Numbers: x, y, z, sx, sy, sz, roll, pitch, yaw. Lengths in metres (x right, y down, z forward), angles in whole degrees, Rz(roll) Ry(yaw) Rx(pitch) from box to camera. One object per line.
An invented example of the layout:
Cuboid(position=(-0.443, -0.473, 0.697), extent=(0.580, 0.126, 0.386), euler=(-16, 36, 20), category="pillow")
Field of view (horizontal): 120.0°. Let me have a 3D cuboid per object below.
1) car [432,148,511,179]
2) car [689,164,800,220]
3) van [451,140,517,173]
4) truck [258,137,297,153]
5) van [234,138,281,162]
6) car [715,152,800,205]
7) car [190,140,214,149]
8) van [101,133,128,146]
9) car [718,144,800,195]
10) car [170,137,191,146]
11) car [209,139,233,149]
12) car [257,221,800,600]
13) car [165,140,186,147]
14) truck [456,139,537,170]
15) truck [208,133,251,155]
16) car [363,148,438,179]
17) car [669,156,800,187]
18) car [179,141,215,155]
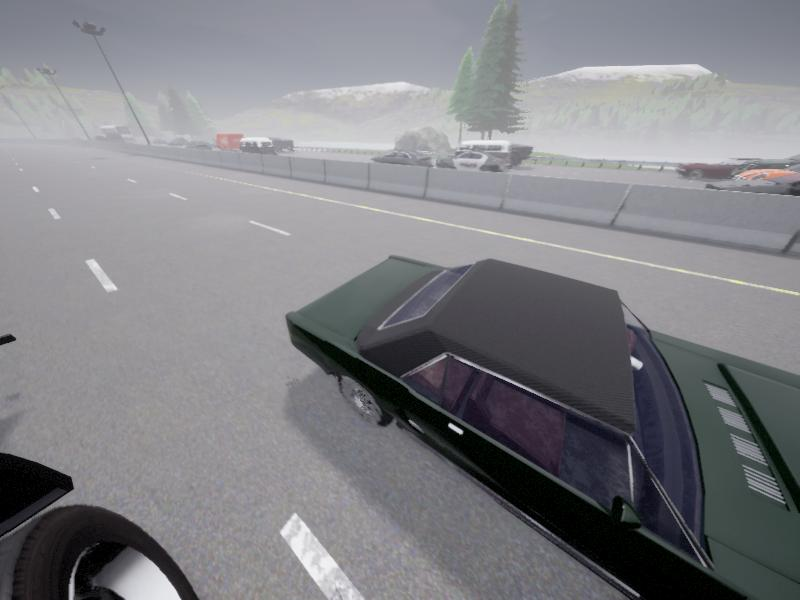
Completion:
Cuboid(position=(5.106, -10.185, 17.050), extent=(4.974, 1.542, 2.038), euler=(22, 41, 28), category="car")
Cuboid(position=(14.721, -3.725, 8.135), extent=(5.357, 1.411, 2.033), euler=(22, 41, 28), category="car")
Cuboid(position=(6.913, -12.122, 19.364), extent=(4.480, 2.038, 2.069), euler=(22, 41, 28), category="van")
Cuboid(position=(-20.343, -25.783, 38.324), extent=(6.274, 2.098, 2.390), euler=(22, 41, 28), category="truck")
Cuboid(position=(-15.519, -16.384, 25.132), extent=(4.480, 2.038, 2.069), euler=(22, 41, 28), category="van")
Cuboid(position=(17.730, -5.121, 9.799), extent=(4.553, 1.767, 2.097), euler=(22, 41, 28), category="car")
Cuboid(position=(-39.171, -30.770, 45.692), extent=(4.193, 1.474, 1.816), euler=(22, 41, 28), category="car")
Cuboid(position=(-66.631, -37.493, 53.932), extent=(5.915, 2.561, 1.988), euler=(21, 40, 26), category="van")
Cuboid(position=(20.929, -6.373, 11.392), extent=(5.566, 2.045, 2.150), euler=(23, 41, 28), category="car")
Cuboid(position=(-55.458, -40.081, 58.337), extent=(4.605, 1.855, 1.932), euler=(22, 41, 28), category="car")
Cuboid(position=(-37.280, -32.512, 48.093), extent=(4.974, 1.542, 2.038), euler=(22, 41, 28), category="car")
Cuboid(position=(1.273, 0.670, 1.844), extent=(4.718, 1.301, 1.895), euler=(22, 41, 28), category="car")
Cuboid(position=(-50.887, -35.509, 52.414), extent=(4.718, 1.301, 1.895), euler=(22, 41, 28), category="car")
Cuboid(position=(8.871, -13.808, 21.723), extent=(6.274, 2.098, 2.390), euler=(22, 41, 28), category="truck")
Cuboid(position=(-24.871, -22.857, 33.809), extent=(5.204, 2.467, 2.627), euler=(22, 41, 28), category="truck")
Cuboid(position=(-0.038, -9.820, 16.485), extent=(4.902, 1.511, 2.128), euler=(22, 41, 28), category="car")
Cuboid(position=(21.248, -8.408, 14.923), extent=(4.718, 1.301, 1.895), euler=(22, 41, 28), category="car")
Cuboid(position=(-28.921, -21.655, 32.894), extent=(4.902, 1.511, 2.128), euler=(22, 41, 28), category="car")
